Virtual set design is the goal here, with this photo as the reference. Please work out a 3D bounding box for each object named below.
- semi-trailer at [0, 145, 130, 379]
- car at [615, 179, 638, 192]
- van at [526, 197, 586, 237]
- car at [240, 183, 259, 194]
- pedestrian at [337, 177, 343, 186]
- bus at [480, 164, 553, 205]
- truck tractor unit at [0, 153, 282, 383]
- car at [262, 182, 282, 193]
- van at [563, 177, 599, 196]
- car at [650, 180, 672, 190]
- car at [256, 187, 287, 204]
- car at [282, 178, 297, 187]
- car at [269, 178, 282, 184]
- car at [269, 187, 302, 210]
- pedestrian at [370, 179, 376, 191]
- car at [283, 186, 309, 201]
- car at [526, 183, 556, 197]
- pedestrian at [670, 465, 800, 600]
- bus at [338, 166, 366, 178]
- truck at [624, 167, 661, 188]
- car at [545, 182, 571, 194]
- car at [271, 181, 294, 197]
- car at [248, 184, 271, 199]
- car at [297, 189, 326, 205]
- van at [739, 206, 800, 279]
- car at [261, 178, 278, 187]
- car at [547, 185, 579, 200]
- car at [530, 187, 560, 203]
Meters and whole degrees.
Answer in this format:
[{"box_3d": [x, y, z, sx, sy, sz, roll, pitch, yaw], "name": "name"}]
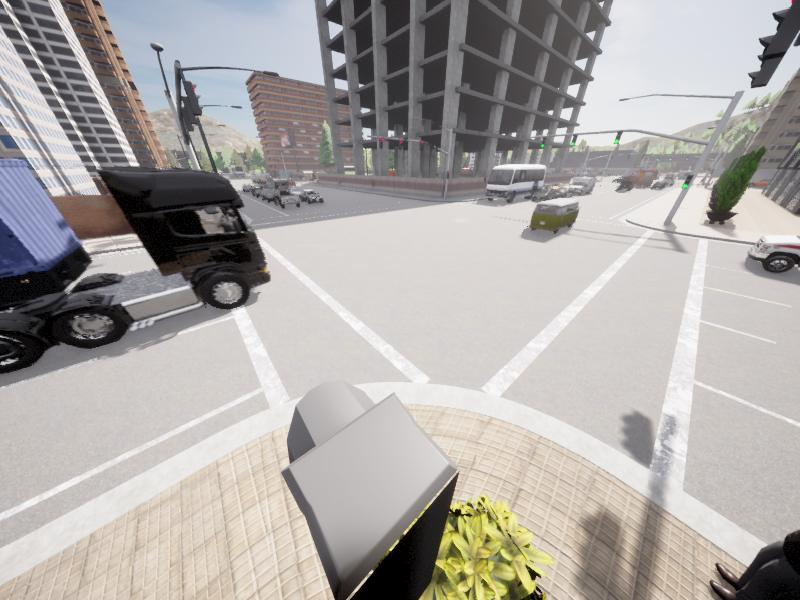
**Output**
[{"box_3d": [-13.786, 0.977, 1.895, 14.254, 4.402, 2.717, -22, 37, -33], "name": "semi-trailer"}, {"box_3d": [42.701, -21.607, 43.540, 3.866, 1.878, 1.905, -23, 37, -34], "name": "car"}, {"box_3d": [11.198, -6.078, 16.546, 4.442, 1.987, 1.775, -23, 37, -34], "name": "van"}, {"box_3d": [-26.150, -19.348, 40.043, 1.816, 1.474, 4.193, -22, 37, -34], "name": "car"}, {"box_3d": [-13.411, -26.524, 51.733, 0.751, 1.860, 0.751, -21, 36, -32], "name": "pedestrian"}, {"box_3d": [15.792, -15.784, 31.093, 10.273, 4.253, 3.944, -23, 37, -34], "name": "bus"}, {"box_3d": [-7.632, -1.427, 6.250, 6.516, 4.208, 3.053, -23, 37, -33], "name": "truck tractor unit"}, {"box_3d": [-23.164, -20.296, 41.665, 1.837, 1.490, 4.892, -22, 37, -34], "name": "car"}, {"box_3d": [29.749, -18.670, 37.915, 6.366, 2.431, 2.351, -23, 37, -34], "name": "van"}, {"box_3d": [53.960, -23.822, 47.741, 4.514, 1.525, 2.007, -20, 36, -31], "name": "car"}, {"box_3d": [-17.016, -13.831, 30.482, 2.163, 1.488, 4.792, -23, 37, -34], "name": "car"}, {"box_3d": [-25.844, -27.432, 53.964, 1.789, 1.549, 3.705, -23, 37, -34], "name": "car"}, {"box_3d": [-33.458, -31.920, 61.997, 1.895, 1.301, 4.718, -22, 37, -34], "name": "car"}, {"box_3d": [-13.065, -11.646, 26.299, 1.932, 1.855, 4.605, -21, 36, -32], "name": "car"}, {"box_3d": [-4.903, -21.167, 42.454, 0.751, 1.860, 0.751, -20, 36, -31], "name": "pedestrian"}, {"box_3d": [-14.901, -15.280, 33.028, 1.812, 1.442, 4.674, -22, 37, -34], "name": "car"}, {"box_3d": [22.490, -17.570, 36.767, 4.611, 1.667, 2.242, -23, 37, -34], "name": "car"}, {"box_3d": [3.453, 2.233, 1.925, 0.751, 1.860, 0.751, -15, 33, -24], "name": "pedestrian"}, {"box_3d": [-19.951, -53.381, 96.203, 10.273, 4.253, 3.944, -23, 37, -34], "name": "bus"}, {"box_3d": [55.303, -28.204, 53.004, 2.891, 3.827, 8.468, 15, 33, 25], "name": "truck"}, {"box_3d": [27.903, -19.813, 40.743, 5.366, 1.575, 1.801, -23, 37, -34], "name": "car"}, {"box_3d": [-18.776, -17.815, 36.971, 1.905, 1.878, 3.866, -23, 37, -34], "name": "car"}, {"box_3d": [-21.131, -16.369, 34.750, 1.851, 1.617, 3.988, -22, 37, -34], "name": "car"}, {"box_3d": [-11.249, -13.098, 29.215, 1.970, 1.475, 3.806, -22, 37, -33], "name": "car"}, {"box_3d": [18.458, -1.625, 8.393, 2.351, 2.431, 6.366, -23, 37, -34], "name": "van"}, {"box_3d": [-30.602, -27.593, 54.171, 2.033, 1.649, 4.856, -22, 37, -34], "name": "car"}, {"box_3d": [23.938, -15.821, 33.898, 4.902, 1.511, 2.128, -23, 37, -34], "name": "car"}, {"box_3d": [19.024, -13.768, 30.300, 3.705, 1.549, 1.789, -23, 37, -34], "name": "car"}]
